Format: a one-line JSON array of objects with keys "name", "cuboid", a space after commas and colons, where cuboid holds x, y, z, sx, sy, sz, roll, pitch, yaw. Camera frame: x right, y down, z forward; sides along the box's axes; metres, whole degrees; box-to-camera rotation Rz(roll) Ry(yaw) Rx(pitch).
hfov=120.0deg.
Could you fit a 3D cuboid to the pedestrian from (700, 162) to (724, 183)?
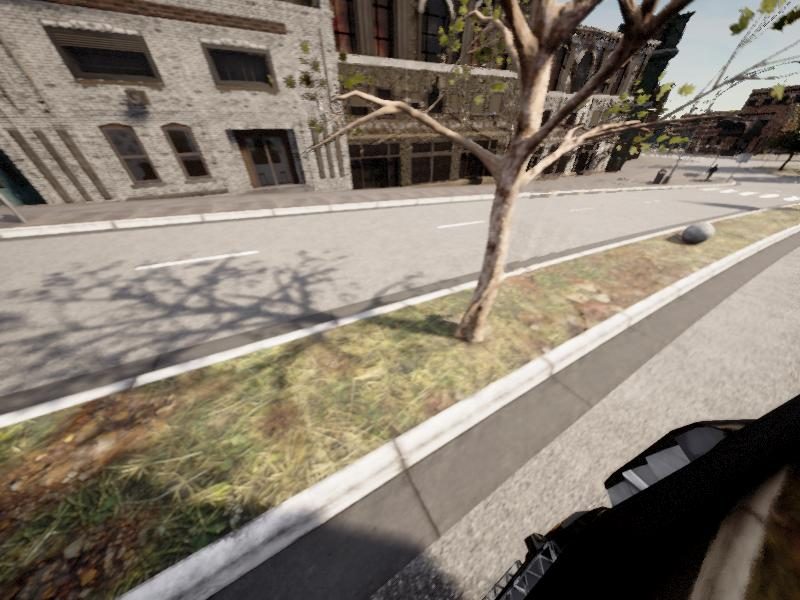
[{"name": "pedestrian", "cuboid": [32.966, -13.479, 24.432, 0.751, 1.860, 0.751, -27, 43, -32]}]
